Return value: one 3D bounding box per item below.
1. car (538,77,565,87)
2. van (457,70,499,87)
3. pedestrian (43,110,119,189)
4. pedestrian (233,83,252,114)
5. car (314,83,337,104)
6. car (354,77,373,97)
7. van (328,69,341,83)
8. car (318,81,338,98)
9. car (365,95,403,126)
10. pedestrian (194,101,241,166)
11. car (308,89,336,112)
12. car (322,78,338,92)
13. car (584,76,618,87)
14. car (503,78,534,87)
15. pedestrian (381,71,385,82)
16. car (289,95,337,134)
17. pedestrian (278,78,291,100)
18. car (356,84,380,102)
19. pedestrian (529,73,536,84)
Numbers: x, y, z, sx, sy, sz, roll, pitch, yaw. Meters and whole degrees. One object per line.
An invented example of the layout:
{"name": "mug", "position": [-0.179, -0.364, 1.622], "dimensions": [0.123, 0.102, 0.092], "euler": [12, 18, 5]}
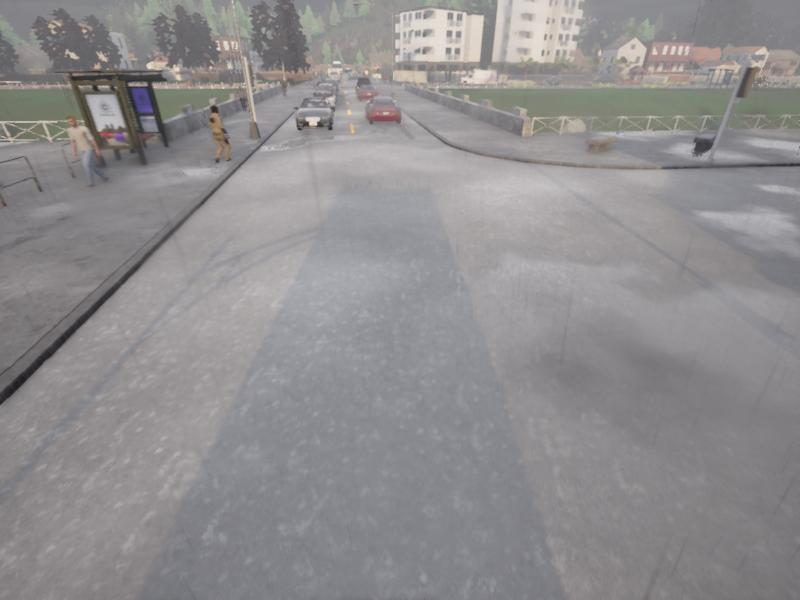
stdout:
{"name": "car", "position": [26.724, -38.578, 70.666], "dimensions": [3.806, 1.475, 1.970], "euler": [-3, 31, -6]}
{"name": "van", "position": [13.383, -38.199, 68.959], "dimensions": [6.366, 2.431, 2.351], "euler": [-3, 31, -6]}
{"name": "pedestrian", "position": [-8.402, -3.988, 10.638], "dimensions": [0.751, 1.860, 0.751], "euler": [3, 30, 5]}
{"name": "pedestrian", "position": [-10.796, -13.829, 27.427], "dimensions": [0.751, 1.860, 0.751], "euler": [-3, 31, -6]}
{"name": "car", "position": [-7.062, -19.799, 38.273], "dimensions": [1.837, 1.490, 4.892], "euler": [-3, 31, -6]}
{"name": "car", "position": [-4.213, -24.723, 46.316], "dimensions": [1.905, 1.878, 3.866], "euler": [-3, 31, -6]}
{"name": "van", "position": [-13.568, -46.347, 82.638], "dimensions": [2.351, 2.431, 6.366], "euler": [-3, 31, -6]}
{"name": "car", "position": [-8.190, -24.216, 45.908], "dimensions": [2.033, 1.411, 5.357], "euler": [-3, 31, -6]}
{"name": "car", "position": [-1.090, -11.966, 25.070], "dimensions": [1.994, 1.385, 4.181], "euler": [-3, 31, -6]}
{"name": "pedestrian", "position": [-5.992, -5.498, 13.239], "dimensions": [0.751, 1.860, 0.751], "euler": [10, 32, 16]}
{"name": "car", "position": [-6.091, -15.814, 31.672], "dimensions": [1.895, 1.301, 4.718], "euler": [-3, 31, -6]}
{"name": "car", "position": [-9.344, -29.007, 53.981], "dimensions": [1.837, 1.490, 4.892], "euler": [-3, 31, -6]}
{"name": "car", "position": [35.872, -39.190, 71.641], "dimensions": [4.856, 1.649, 2.033], "euler": [-4, 31, -6]}
{"name": "car", "position": [20.732, -38.146, 70.053], "dimensions": [4.718, 1.301, 1.895], "euler": [-3, 31, -6]}
{"name": "pedestrian", "position": [-3.471, -45.770, 81.837], "dimensions": [0.751, 1.860, 0.751], "euler": [-2, 30, -5]}
{"name": "car", "position": [-4.666, -10.343, 22.129], "dimensions": [2.128, 1.511, 4.902], "euler": [-3, 30, -6]}
{"name": "pedestrian", "position": [-11.013, -20.067, 38.079], "dimensions": [0.751, 1.860, 0.751], "euler": [4, 31, 6]}
{"name": "car", "position": [-3.306, -20.914, 40.336], "dimensions": [1.994, 1.385, 4.181], "euler": [-4, 31, -8]}
{"name": "pedestrian", "position": [24.691, -41.265, 74.603], "dimensions": [0.751, 1.860, 0.751], "euler": [-4, 31, -8]}
